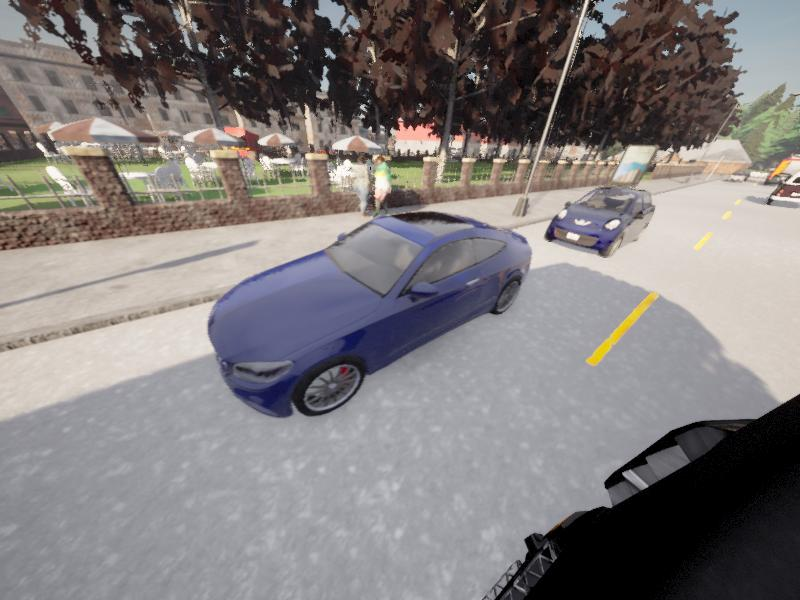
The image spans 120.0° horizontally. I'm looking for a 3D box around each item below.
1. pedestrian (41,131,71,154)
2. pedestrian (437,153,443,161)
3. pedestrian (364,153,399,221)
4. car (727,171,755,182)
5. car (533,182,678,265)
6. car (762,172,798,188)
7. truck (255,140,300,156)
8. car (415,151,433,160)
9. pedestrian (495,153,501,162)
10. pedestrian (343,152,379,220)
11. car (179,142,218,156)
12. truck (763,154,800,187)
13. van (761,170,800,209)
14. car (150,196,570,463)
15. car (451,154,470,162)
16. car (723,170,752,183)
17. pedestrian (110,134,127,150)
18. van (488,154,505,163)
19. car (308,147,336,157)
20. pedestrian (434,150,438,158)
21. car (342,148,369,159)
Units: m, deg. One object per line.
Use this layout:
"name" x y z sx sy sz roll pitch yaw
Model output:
"pedestrian" -34.304 -15.738 23.085 0.751 1.860 0.751 -18 39 -29
"pedestrian" 8.687 -30.885 49.932 0.751 1.300 0.751 -17 38 -28
"pedestrian" -0.611 -3.662 7.545 0.751 1.860 0.751 -23 41 -34
"car" 56.583 -20.545 38.305 5.357 1.411 2.033 -20 40 -31
"car" 6.011 -2.462 6.798 3.633 1.501 1.845 -20 40 -31
"car" 51.662 -16.373 31.413 3.988 1.617 1.851 -17 38 -27
"truck" -21.225 -26.404 40.267 6.274 2.098 2.390 -20 40 -31
"car" 5.498 -33.011 52.887 3.705 1.549 1.789 -20 40 -30
"pedestrian" 25.535 -37.162 60.261 0.751 1.860 0.751 -20 40 -30
"pedestrian" -1.226 -3.690 7.538 0.751 1.860 0.751 29 41 34
"car" -27.871 -20.941 32.042 3.806 1.475 1.970 -20 40 -31
"truck" 58.367 -19.401 34.516 8.468 3.827 2.891 -20 40 -30
"van" 27.655 -7.700 15.987 4.480 2.038 2.069 -20 40 -30
"car" 0.129 -0.395 3.280 4.674 1.442 1.812 -21 40 -31
"car" 15.621 -36.439 59.324 4.892 1.490 1.837 -20 40 -30
"car" 51.068 -18.701 34.954 3.633 1.501 1.845 -21 40 -32
"pedestrian" -40.303 -22.695 33.115 0.751 1.860 0.751 -15 37 -25
"van" 27.879 -41.048 66.794 4.480 2.038 2.069 -20 40 -30
"car" -14.893 -28.397 44.305 4.514 1.525 2.007 -20 40 -30
"pedestrian" 10.062 -40.804 64.521 0.751 1.860 0.751 -21 40 -32
"car" -8.421 -28.002 44.229 4.514 1.525 2.007 -20 40 -30
